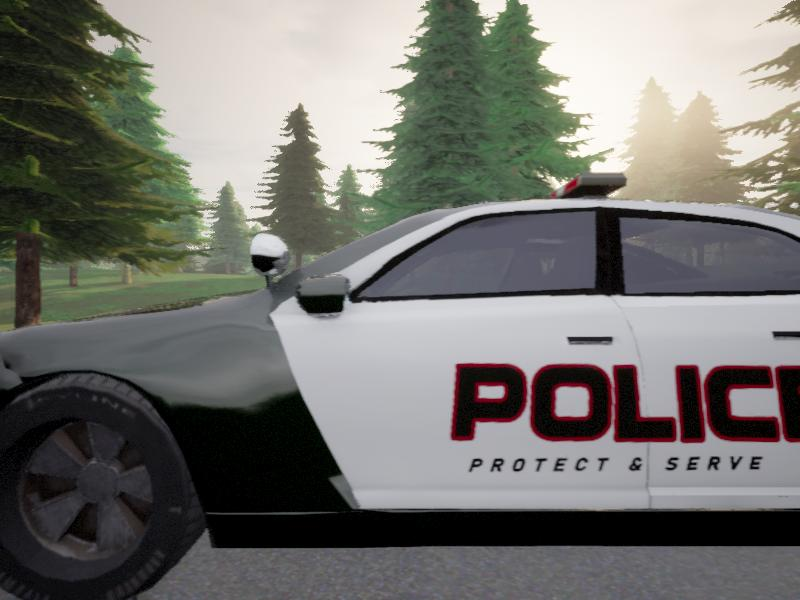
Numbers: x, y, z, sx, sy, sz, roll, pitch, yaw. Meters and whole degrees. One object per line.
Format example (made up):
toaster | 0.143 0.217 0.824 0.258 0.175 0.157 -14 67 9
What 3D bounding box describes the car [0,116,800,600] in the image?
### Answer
car | 0.450 0.227 2.201 4.974 1.542 2.038 0 0 0
